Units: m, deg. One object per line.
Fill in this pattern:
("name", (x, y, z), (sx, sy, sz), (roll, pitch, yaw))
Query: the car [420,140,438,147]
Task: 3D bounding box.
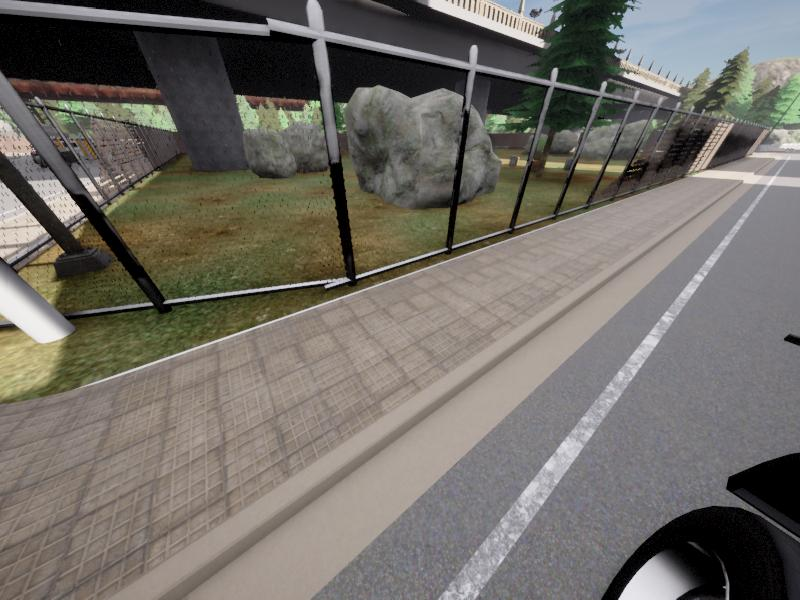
("car", (8.796, -47.862, 70.727), (5.238, 1.638, 1.930), (-4, 35, -5))
